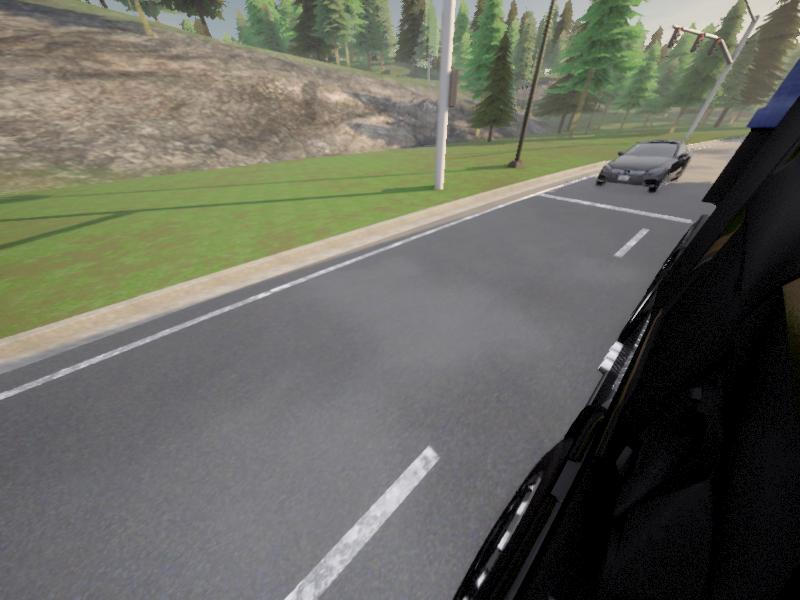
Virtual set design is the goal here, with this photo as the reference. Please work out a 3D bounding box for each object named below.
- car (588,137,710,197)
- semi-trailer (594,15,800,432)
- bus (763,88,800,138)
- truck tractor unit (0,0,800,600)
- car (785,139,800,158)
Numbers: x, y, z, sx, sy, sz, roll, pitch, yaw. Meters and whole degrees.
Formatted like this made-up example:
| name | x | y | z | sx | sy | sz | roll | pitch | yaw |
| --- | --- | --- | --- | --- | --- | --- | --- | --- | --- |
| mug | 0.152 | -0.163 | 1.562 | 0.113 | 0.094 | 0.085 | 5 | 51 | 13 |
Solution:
| name | x | y | z | sx | sy | sz | roll | pitch | yaw |
| --- | --- | --- | --- | --- | --- | --- | --- | --- | --- |
| car | 9.669 | -5.330 | 8.964 | 4.674 | 1.442 | 1.812 | -25 | 42 | -27 |
| semi-trailer | 8.908 | -3.448 | 4.018 | 14.254 | 4.402 | 2.717 | -26 | 42 | -27 |
| bus | 41.475 | -18.094 | 21.729 | 10.273 | 4.253 | 3.944 | -16 | 39 | -17 |
| truck tractor unit | 2.645 | -0.295 | 0.351 | 6.516 | 4.208 | 3.053 | -28 | 44 | -30 |
| car | 23.773 | -8.826 | 12.683 | 3.705 | 1.549 | 1.789 | -21 | 41 | -23 |
